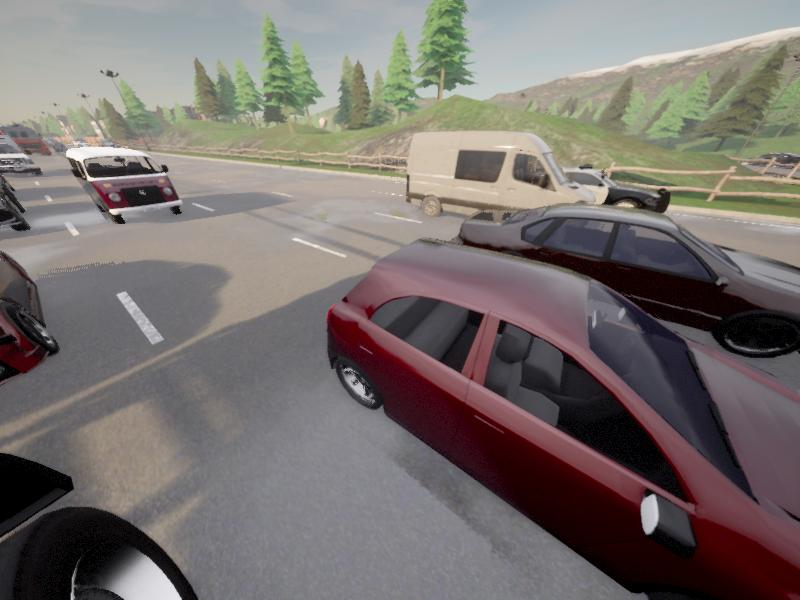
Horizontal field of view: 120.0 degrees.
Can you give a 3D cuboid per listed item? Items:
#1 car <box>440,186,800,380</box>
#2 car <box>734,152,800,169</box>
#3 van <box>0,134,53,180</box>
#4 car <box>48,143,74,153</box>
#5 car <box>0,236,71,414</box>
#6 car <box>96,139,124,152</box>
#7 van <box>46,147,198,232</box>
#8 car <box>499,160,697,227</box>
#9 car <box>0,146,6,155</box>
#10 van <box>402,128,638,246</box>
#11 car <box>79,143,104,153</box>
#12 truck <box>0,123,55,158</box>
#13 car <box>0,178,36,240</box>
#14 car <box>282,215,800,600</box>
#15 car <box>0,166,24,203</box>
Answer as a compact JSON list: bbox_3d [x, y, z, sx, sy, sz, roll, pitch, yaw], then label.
[{"bbox_3d":[3.643,-0.810,4.044,5.357,1.411,2.033,23,40,29],"label":"car"},{"bbox_3d":[44.516,-16.778,27.671,1.837,1.490,4.892,0,35,-4],"label":"car"},{"bbox_3d":[-28.322,-10.048,16.092,6.366,2.431,2.351,15,37,20],"label":"van"},{"bbox_3d":[-60.001,-26.921,40.884,3.633,1.501,1.845,22,40,28],"label":"car"},{"bbox_3d":[-6.047,0.144,2.583,4.181,1.385,1.994,22,40,29],"label":"car"},{"bbox_3d":[-60.317,-32.118,48.002,5.566,2.045,2.150,22,40,28],"label":"car"},{"bbox_3d":[-9.573,-4.040,7.998,4.480,2.038,2.069,22,40,29],"label":"van"},{"bbox_3d":[7.052,-4.388,9.061,5.238,1.638,1.930,22,40,28],"label":"car"},{"bbox_3d":[-65.336,-24.359,36.826,4.605,1.855,1.932,22,40,28],"label":"car"},{"bbox_3d":[3.069,-3.944,7.575,5.915,2.561,1.988,22,40,28],"label":"van"},{"bbox_3d":[-57.407,-28.224,42.965,3.806,1.475,1.970,22,40,28],"label":"car"},{"bbox_3d":[-54.450,-23.143,33.494,8.468,3.827,2.891,22,40,28],"label":"truck"},{"bbox_3d":[-13.229,-2.934,6.694,5.027,1.651,2.152,22,40,28],"label":"car"},{"bbox_3d":[1.119,0.541,1.933,3.633,1.501,1.845,22,40,28],"label":"car"},{"bbox_3d":[-19.058,-5.260,10.110,4.792,1.488,2.163,22,40,28],"label":"car"}]
